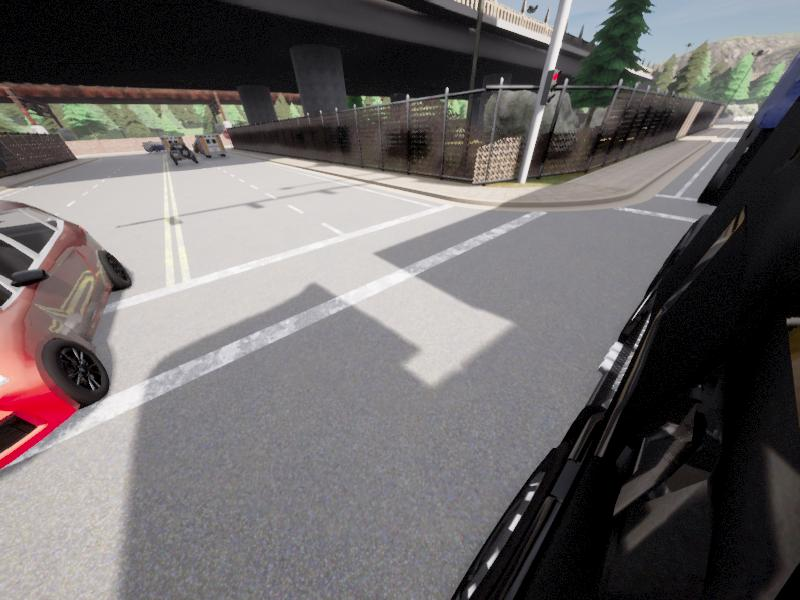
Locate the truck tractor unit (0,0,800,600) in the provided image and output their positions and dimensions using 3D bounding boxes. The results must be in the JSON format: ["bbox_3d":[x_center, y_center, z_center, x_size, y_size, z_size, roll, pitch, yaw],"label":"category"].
[{"bbox_3d":[2.645,-0.295,0.351,6.516,4.208,3.053,-28,44,-30],"label":"truck tractor unit"}]

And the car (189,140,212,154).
[{"bbox_3d":[-33.747,-25.987,39.107,2.097,1.767,4.553,-28,44,-30],"label":"car"}]

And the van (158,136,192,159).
[{"bbox_3d":[-31.357,-21.358,32.231,2.351,2.431,6.366,-28,44,-30],"label":"van"}]

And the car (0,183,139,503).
[{"bbox_3d":[-5.003,0.113,2.451,2.242,1.667,4.611,-28,43,-30],"label":"car"}]

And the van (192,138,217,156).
[{"bbox_3d":[-29.838,-23.401,35.240,1.775,1.987,4.442,-28,44,-30],"label":"van"}]

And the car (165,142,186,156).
[{"bbox_3d":[-36.195,-24.332,37.202,1.851,1.617,3.988,-28,44,-30],"label":"car"}]

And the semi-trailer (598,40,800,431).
[{"bbox_3d":[8.687,-3.622,4.225,14.254,4.402,2.717,-28,44,-30],"label":"semi-trailer"}]

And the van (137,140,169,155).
[{"bbox_3d":[-46.569,-28.894,43.641,1.775,1.987,4.442,-11,38,-10],"label":"van"}]

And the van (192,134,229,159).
[{"bbox_3d":[-24.820,-20.161,30.219,2.351,2.431,6.366,-28,44,-30],"label":"van"}]

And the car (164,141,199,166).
[{"bbox_3d":[-22.965,-15.434,24.234,1.932,1.855,4.605,-28,44,-30],"label":"car"}]
